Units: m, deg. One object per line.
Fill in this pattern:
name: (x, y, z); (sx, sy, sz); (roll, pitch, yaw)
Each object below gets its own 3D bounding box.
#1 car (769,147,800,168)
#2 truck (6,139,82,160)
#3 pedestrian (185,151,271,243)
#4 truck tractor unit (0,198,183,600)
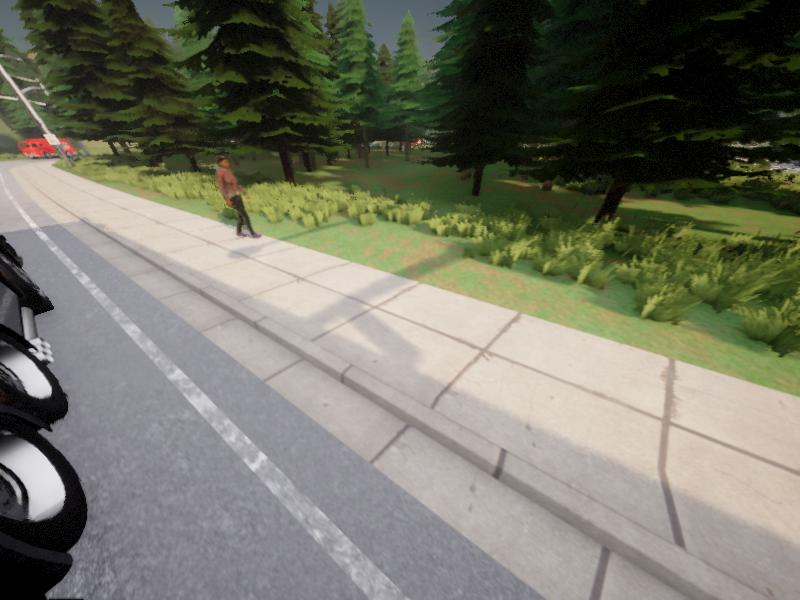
car: (33.836, -11.767, 19.061); (1.895, 1.301, 4.718); (20, 40, 26)
truck: (-51.909, -22.226, 34.007); (2.627, 2.467, 5.204); (-3, 35, -4)
pedestrian: (-3.918, -2.395, 5.471); (0.751, 1.860, 0.751); (4, 35, 7)
truck tractor unit: (-4.996, -0.403, 0.921); (6.516, 4.208, 3.053); (23, 41, 29)
